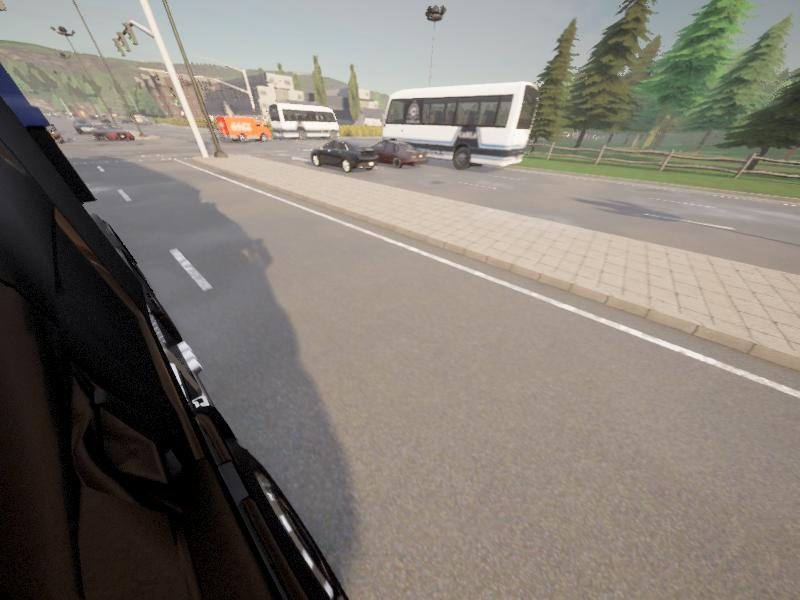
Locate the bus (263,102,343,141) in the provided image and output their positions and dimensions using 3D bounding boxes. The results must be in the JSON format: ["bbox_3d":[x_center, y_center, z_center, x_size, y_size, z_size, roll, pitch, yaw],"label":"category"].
[{"bbox_3d":[-14.547,-27.648,36.117,3.944,4.253,10.273,28,44,30],"label":"bus"}]

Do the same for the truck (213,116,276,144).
[{"bbox_3d":[-18.640,-20.610,28.016,2.627,2.467,5.204,26,43,28],"label":"truck"}]

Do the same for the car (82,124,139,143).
[{"bbox_3d":[-29.830,-17.220,23.841,4.181,1.385,1.994,16,39,18],"label":"car"}]

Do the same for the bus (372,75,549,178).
[{"bbox_3d":[3.212,-11.654,15.758,10.273,4.253,3.944,28,44,30],"label":"bus"}]

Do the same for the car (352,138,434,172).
[{"bbox_3d":[-0.600,-9.868,15.563,5.357,1.411,2.033,28,44,30],"label":"car"}]

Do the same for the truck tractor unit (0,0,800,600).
[{"bbox_3d":[-2.645,-0.295,0.352,6.516,4.208,3.053,28,44,30],"label":"truck tractor unit"}]

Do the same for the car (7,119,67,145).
[{"bbox_3d":[-31.880,-14.900,20.437,5.027,1.651,2.152,28,44,30],"label":"car"}]

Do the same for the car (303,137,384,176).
[{"bbox_3d":[-3.385,-8.641,13.701,4.892,1.490,1.837,28,44,30],"label":"car"}]

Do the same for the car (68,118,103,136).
[{"bbox_3d":[-41.755,-22.956,30.633,4.856,1.649,2.033,28,44,30],"label":"car"}]

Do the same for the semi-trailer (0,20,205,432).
[{"bbox_3d":[-8.917,-3.426,4.031,14.254,4.402,2.717,25,42,28],"label":"semi-trailer"}]
